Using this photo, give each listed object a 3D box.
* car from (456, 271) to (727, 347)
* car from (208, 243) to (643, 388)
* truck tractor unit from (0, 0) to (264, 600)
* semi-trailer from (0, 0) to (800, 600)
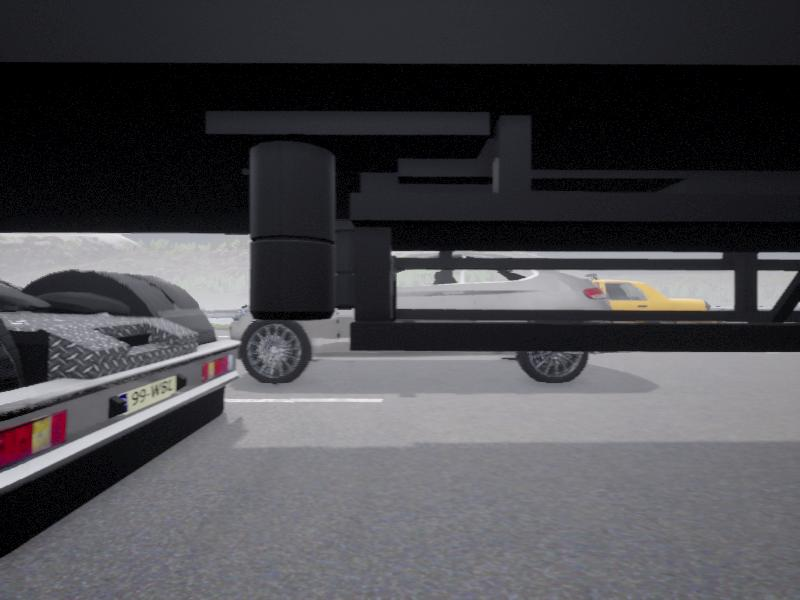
[{"bbox_3d":[4.093,0.193,9.199,5.366,1.575,1.801,0,0,0],"label":"car"},{"bbox_3d":[0.298,0.179,5.701,5.027,1.651,2.152,0,0,0],"label":"car"},{"bbox_3d":[-4.528,-1.108,2.199,6.516,4.208,3.053,0,0,0],"label":"truck tractor unit"},{"bbox_3d":[3.388,-1.226,2.204,14.254,4.402,2.717,0,0,0],"label":"semi-trailer"}]
